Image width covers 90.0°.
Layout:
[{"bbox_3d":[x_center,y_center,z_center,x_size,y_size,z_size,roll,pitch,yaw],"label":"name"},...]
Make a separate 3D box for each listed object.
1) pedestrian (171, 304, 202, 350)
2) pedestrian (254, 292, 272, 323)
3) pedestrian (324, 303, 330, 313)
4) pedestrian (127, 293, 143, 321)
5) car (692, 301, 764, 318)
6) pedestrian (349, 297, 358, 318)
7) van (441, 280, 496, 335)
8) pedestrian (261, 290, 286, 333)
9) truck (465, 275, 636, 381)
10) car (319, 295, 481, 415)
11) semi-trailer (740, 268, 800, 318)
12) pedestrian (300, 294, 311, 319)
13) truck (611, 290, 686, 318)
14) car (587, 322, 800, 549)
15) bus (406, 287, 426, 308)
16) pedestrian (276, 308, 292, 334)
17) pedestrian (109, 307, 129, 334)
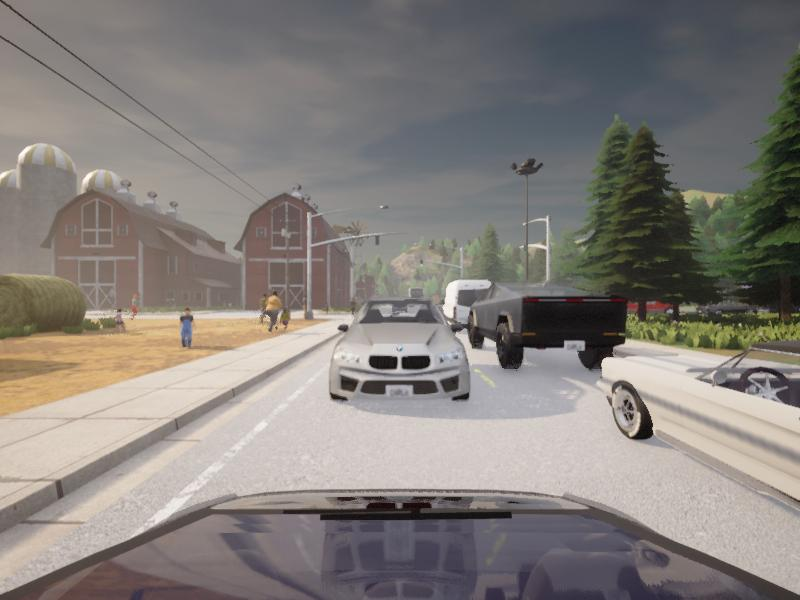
[{"bbox_3d":[-6.255,0.761,11.704,0.751,1.300,0.751,0,0,-32],"label":"pedestrian"},{"bbox_3d":[-8.378,0.480,24.535,0.751,1.860,0.751,0,0,30],"label":"pedestrian"},{"bbox_3d":[-7.904,0.872,43.418,0.500,1.100,0.500,0,0,-34],"label":"pedestrian"},{"bbox_3d":[-18.135,0.480,27.347,0.751,1.860,0.751,0,0,-20],"label":"pedestrian"},{"bbox_3d":[30.111,0.847,36.880,4.902,1.511,2.128,0,0,0],"label":"car"},{"bbox_3d":[-4.035,0.646,34.549,0.751,1.860,0.751,0,0,-7],"label":"pedestrian"},{"bbox_3d":[3.487,0.340,21.639,1.988,2.561,5.915,0,0,0],"label":"van"},{"bbox_3d":[-5.529,0.486,17.490,0.751,1.860,0.751,0,0,21],"label":"pedestrian"},{"bbox_3d":[3.481,0.552,11.066,2.390,2.098,6.274,0,0,0],"label":"truck"},{"bbox_3d":[-0.008,0.762,7.840,2.242,1.667,4.611,0,0,0],"label":"car"},{"bbox_3d":[39.549,-0.617,36.831,14.254,4.402,2.717,0,0,0],"label":"semi-trailer"},{"bbox_3d":[-7.283,0.486,30.732,0.751,1.860,0.751,0,0,-20],"label":"pedestrian"},{"bbox_3d":[22.660,0.355,36.680,5.204,2.467,2.627,0,0,-1],"label":"truck"},{"bbox_3d":[3.506,0.947,3.091,1.895,1.301,4.718,0,0,0],"label":"car"},{"bbox_3d":[3.322,-0.467,87.181,3.944,4.253,10.273,0,0,0],"label":"bus"},{"bbox_3d":[-4.950,0.877,17.098,0.500,1.100,0.500,0,0,7],"label":"pedestrian"},{"bbox_3d":[-11.718,0.853,16.677,0.500,1.100,0.500,0,0,18],"label":"pedestrian"}]
